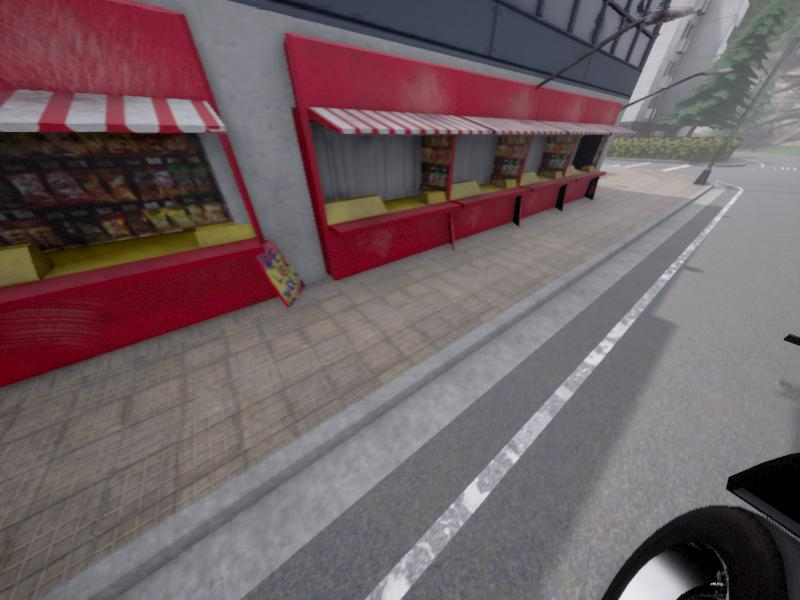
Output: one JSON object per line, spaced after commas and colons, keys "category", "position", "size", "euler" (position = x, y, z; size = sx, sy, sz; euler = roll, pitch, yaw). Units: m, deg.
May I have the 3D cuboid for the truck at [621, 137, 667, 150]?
{"category": "truck", "position": [49.921, -32.373, 47.564], "size": [2.390, 2.098, 6.274], "euler": [-4, 35, -5]}

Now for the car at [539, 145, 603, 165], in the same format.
{"category": "car", "position": [15.878, -13.669, 21.661], "size": [1.994, 1.385, 4.181], "euler": [-24, 41, -29]}

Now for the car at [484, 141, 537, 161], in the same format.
{"category": "car", "position": [12.121, -16.656, 25.665], "size": [2.242, 1.667, 4.611], "euler": [-24, 41, -30]}
